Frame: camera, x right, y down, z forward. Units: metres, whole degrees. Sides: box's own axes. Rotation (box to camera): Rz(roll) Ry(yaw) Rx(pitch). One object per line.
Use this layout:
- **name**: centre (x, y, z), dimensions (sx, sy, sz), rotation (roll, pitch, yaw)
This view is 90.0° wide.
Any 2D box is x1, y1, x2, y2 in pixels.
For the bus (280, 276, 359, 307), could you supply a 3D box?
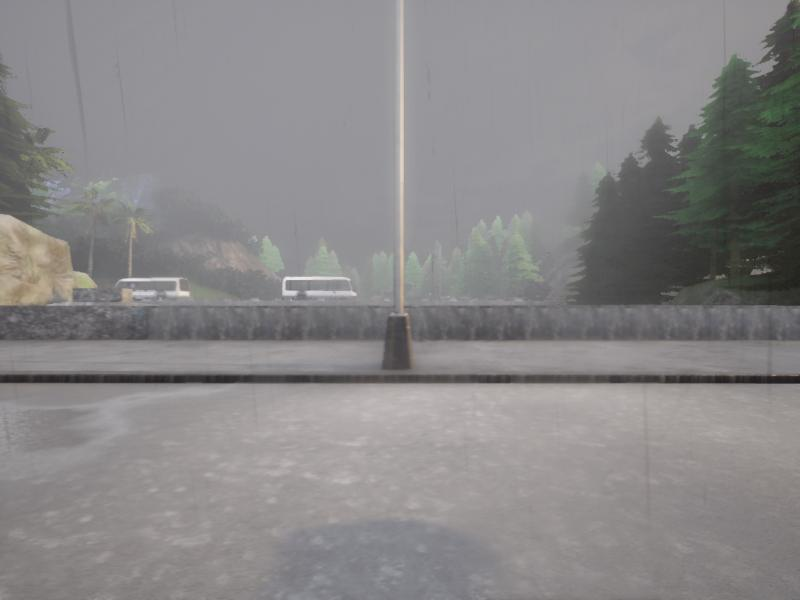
- **bus**: centre (-11.107, -1.141, 56.339), dimensions (10.273, 4.253, 3.944), rotation (0, 0, 0)

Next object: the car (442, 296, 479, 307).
- **car**: centre (8.452, 0.248, 56.233), dimensions (4.892, 1.490, 1.837), rotation (0, 0, 0)

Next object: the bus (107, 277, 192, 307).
- **bus**: centre (-37.354, -1.161, 60.078), dimensions (10.273, 4.253, 3.944), rotation (0, 0, 0)

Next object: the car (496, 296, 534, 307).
- **car**: centre (17.262, 0.181, 60.239), dimensions (5.238, 1.638, 1.930), rotation (0, 0, 0)
